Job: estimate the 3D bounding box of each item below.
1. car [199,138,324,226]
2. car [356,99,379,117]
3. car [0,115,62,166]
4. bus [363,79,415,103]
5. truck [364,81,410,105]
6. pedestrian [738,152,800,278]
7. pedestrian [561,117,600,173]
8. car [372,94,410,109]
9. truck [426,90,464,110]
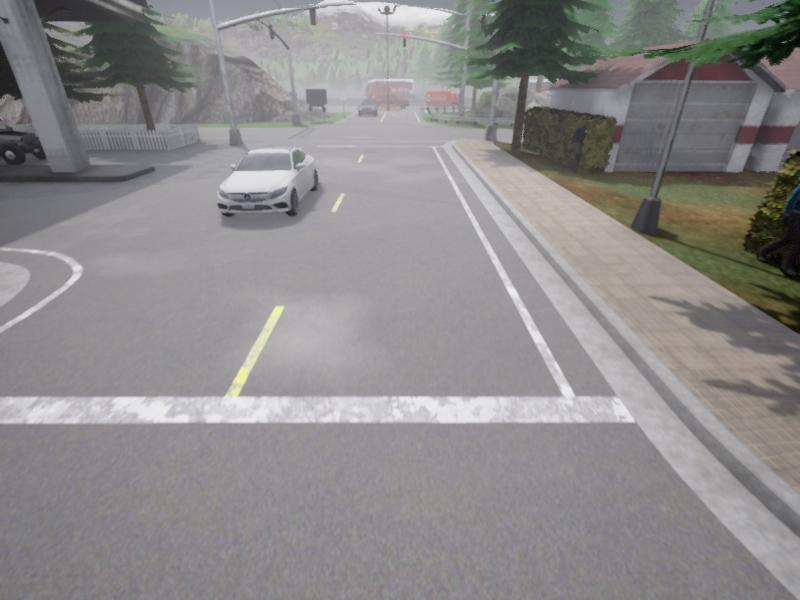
[{"bbox_3d":[-3.510,-3.494,11.204,1.812,1.442,4.674,-1,28,0],"label":"car"},{"bbox_3d":[-3.458,-20.867,43.420,2.038,1.542,4.974,0,28,0],"label":"car"},{"bbox_3d":[-17.830,-7.032,17.531,3.866,1.878,1.905,0,28,0],"label":"car"},{"bbox_3d":[-2.150,-42.186,80.836,10.273,4.253,3.944,0,28,0],"label":"bus"},{"bbox_3d":[-2.381,-38.759,74.875,8.468,3.827,2.891,0,28,0],"label":"truck"},{"bbox_3d":[6.527,-1.360,6.502,0.751,1.860,0.751,0,28,0],"label":"pedestrian"},{"bbox_3d":[6.617,-5.710,14.737,0.751,1.860,0.751,1,28,2],"label":"pedestrian"},{"bbox_3d":[-1.364,-29.713,59.854,5.566,2.045,2.150,0,28,0],"label":"car"},{"bbox_3d":[6.655,-29.872,59.719,5.204,2.467,2.627,0,28,0],"label":"truck"}]
